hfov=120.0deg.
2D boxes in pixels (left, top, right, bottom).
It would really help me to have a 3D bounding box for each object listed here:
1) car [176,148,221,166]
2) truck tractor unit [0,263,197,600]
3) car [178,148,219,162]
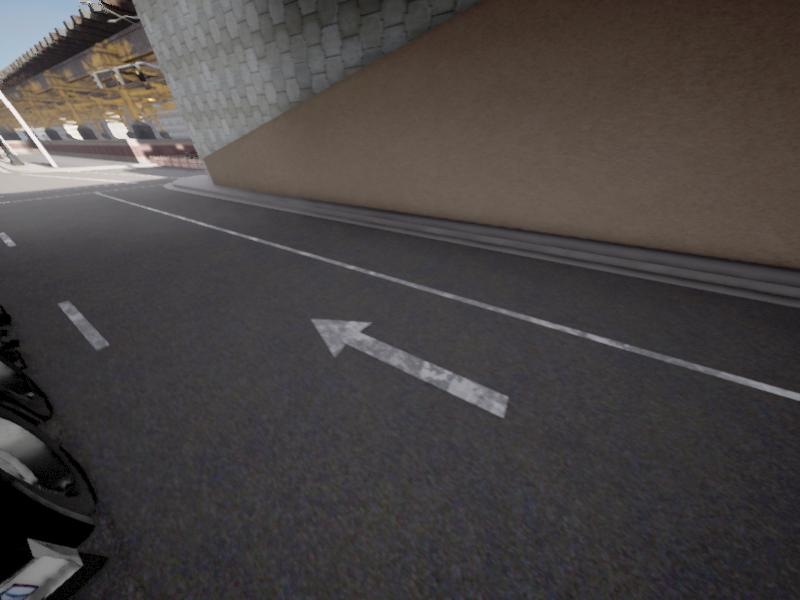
[{"bbox_3d":[-23.287,-16.802,26.975,2.038,1.542,4.974,-9,36,-12],"label":"car"},{"bbox_3d":[-5.111,-0.300,0.785,6.516,4.208,3.053,18,39,24],"label":"truck tractor unit"},{"bbox_3d":[-23.302,-16.959,26.927,1.853,1.218,4.536,-9,36,-12],"label":"car"}]
